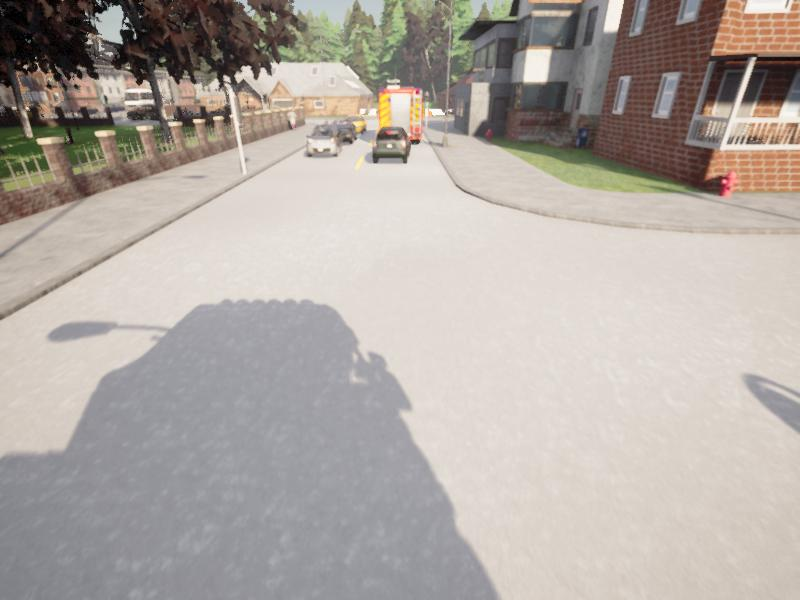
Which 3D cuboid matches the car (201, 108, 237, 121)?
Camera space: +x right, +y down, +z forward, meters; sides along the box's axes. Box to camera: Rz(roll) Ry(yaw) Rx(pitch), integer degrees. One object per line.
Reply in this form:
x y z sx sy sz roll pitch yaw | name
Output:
-23.181 -23.848 51.364 3.633 1.501 1.845 0 27 0 | car

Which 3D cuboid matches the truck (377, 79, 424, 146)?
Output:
0.027 -13.723 29.065 2.891 3.827 8.468 0 27 0 | truck

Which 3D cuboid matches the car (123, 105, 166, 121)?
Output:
-32.675 -23.952 51.209 3.866 1.878 1.905 0 27 1 | car

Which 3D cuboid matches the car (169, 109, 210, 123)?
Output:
-25.093 -22.019 47.819 3.633 1.501 1.845 0 27 0 | car

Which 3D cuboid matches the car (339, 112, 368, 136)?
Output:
-3.924 -15.365 34.725 1.801 1.575 5.366 0 27 1 | car

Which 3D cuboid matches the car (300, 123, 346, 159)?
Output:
-4.166 -8.901 22.231 1.845 1.501 3.633 -1 27 -1 | car

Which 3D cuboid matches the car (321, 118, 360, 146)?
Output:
-4.053 -11.913 28.228 2.033 1.411 5.357 0 27 0 | car

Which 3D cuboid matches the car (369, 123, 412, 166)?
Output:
-0.375 -8.037 20.448 1.851 1.617 3.988 2 27 3 | car

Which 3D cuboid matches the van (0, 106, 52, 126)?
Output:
-45.119 -21.979 47.787 4.480 2.038 2.069 -5 28 -10 | van

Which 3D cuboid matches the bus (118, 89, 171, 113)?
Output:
-53.161 -41.773 83.834 3.944 4.253 10.273 0 27 0 | bus

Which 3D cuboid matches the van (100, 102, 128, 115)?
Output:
-53.304 -35.728 74.580 1.775 1.987 4.442 0 27 0 | van

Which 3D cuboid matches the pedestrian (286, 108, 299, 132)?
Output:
-9.358 -15.706 34.834 0.751 1.860 0.751 0 27 0 | pedestrian
